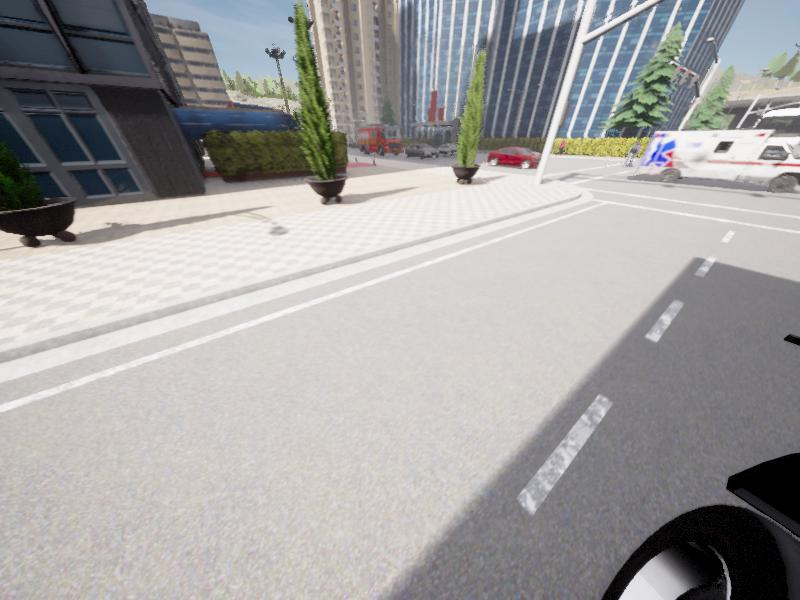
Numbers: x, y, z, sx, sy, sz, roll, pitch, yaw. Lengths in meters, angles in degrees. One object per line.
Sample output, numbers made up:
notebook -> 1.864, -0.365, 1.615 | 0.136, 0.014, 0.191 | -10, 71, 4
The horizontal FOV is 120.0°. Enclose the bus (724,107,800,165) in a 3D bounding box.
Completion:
bus -> 38.960, -16.864, 23.800 | 10.273, 4.253, 3.944 | -22, 41, -28

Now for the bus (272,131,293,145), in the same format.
bus -> -44.556, -61.051, 87.155 | 3.944, 4.253, 10.273 | -22, 41, -28

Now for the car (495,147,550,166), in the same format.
car -> 11.877, -14.201, 22.755 | 1.994, 1.385, 4.181 | -23, 41, -28

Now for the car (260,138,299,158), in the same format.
car -> -16.019, -20.590, 31.175 | 2.390, 2.098, 6.274 | -3, 35, -4

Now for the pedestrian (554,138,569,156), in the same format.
pedestrian -> 21.077, -19.955, 30.103 | 0.751, 1.860, 0.751 | -20, 40, -25

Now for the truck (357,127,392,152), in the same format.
truck -> -5.313, -32.562, 46.806 | 2.891, 3.827, 8.468 | -22, 41, -28

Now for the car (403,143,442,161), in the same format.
car -> 2.670, -18.274, 28.349 | 2.242, 1.667, 4.611 | -22, 41, -28

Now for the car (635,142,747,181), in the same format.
car -> 18.552, -9.090, 14.999 | 1.905, 1.878, 3.866 | -23, 41, -28

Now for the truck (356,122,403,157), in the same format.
truck -> -3.148, -23.892, 34.493 | 2.891, 3.827, 8.468 | -22, 40, -27

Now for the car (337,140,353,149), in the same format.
car -> -13.565, -38.394, 56.906 | 2.097, 1.767, 4.553 | -22, 41, -28

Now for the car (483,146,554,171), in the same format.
car -> 9.974, -12.312, 19.946 | 1.882, 1.535, 5.008 | -22, 41, -28

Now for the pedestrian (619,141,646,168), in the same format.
pedestrian -> 19.684, -12.354, 19.601 | 0.751, 1.860, 0.751 | -19, 39, -24

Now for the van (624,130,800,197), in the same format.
van -> 16.704, -7.329, 12.051 | 2.351, 2.431, 6.366 | -23, 41, -28

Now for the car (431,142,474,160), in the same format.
car -> 6.382, -18.748, 29.013 | 1.930, 1.638, 5.238 | -22, 41, -28
